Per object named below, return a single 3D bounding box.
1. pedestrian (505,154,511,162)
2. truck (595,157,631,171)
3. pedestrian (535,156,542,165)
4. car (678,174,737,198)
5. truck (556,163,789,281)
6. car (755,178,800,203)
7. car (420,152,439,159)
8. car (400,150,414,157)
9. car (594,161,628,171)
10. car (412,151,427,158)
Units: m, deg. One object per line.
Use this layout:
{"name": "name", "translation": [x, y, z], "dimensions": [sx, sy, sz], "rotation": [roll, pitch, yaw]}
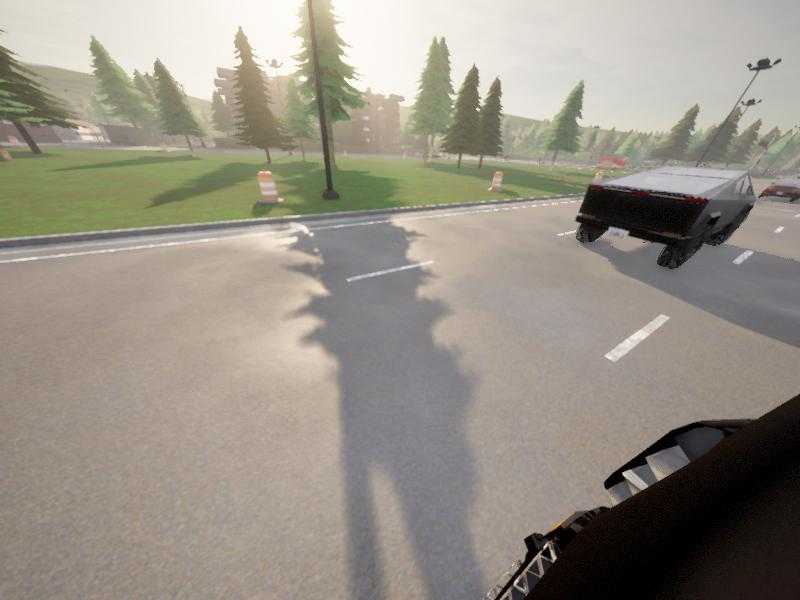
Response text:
{"name": "pedestrian", "translation": [29.843, -39.219, 63.781], "dimensions": [0.751, 1.860, 0.751], "rotation": [-14, 37, -23]}
{"name": "truck", "translation": [51.118, -32.815, 55.622], "dimensions": [2.627, 2.467, 5.204], "rotation": [-15, 38, -26]}
{"name": "pedestrian", "translation": [33.562, -33.857, 55.978], "dimensions": [0.751, 1.860, 0.751], "rotation": [-13, 37, -23]}
{"name": "car", "translation": [25.864, -9.665, 19.418], "dimensions": [4.193, 1.474, 1.816], "rotation": [-16, 38, -26]}
{"name": "truck", "translation": [7.959, -2.658, 6.769], "dimensions": [6.274, 2.098, 2.390], "rotation": [-16, 38, -26]}
{"name": "car", "translation": [32.045, -9.157, 19.191], "dimensions": [4.674, 1.442, 1.812], "rotation": [-16, 38, -26]}
{"name": "car", "translation": [8.102, -39.275, 62.886], "dimensions": [4.718, 1.301, 1.895], "rotation": [-16, 38, -26]}
{"name": "car", "translation": [2.101, -44.387, 69.883], "dimensions": [3.633, 1.501, 1.845], "rotation": [-16, 38, -26]}
{"name": "car", "translation": [48.648, -30.988, 53.499], "dimensions": [1.801, 1.575, 5.366], "rotation": [-15, 38, -26]}
{"name": "car", "translation": [5.584, -40.907, 64.908], "dimensions": [3.633, 1.501, 1.845], "rotation": [-16, 38, -26]}
